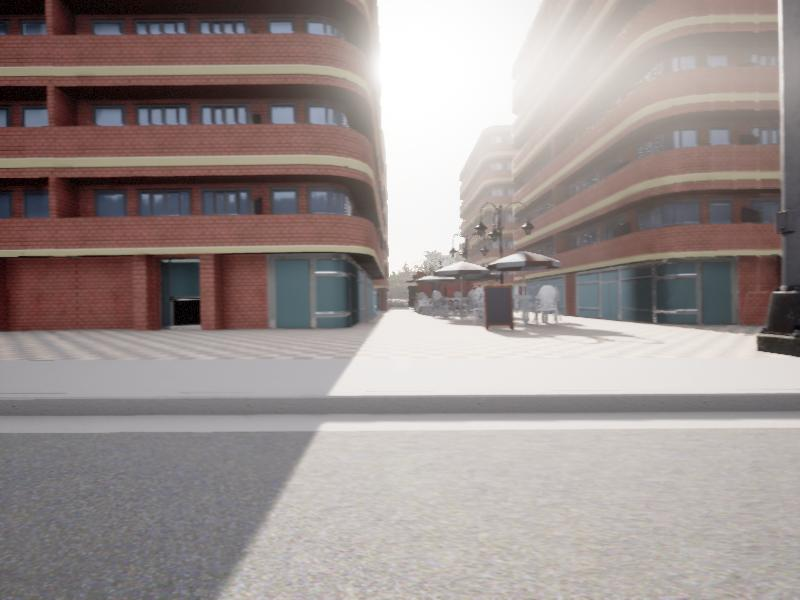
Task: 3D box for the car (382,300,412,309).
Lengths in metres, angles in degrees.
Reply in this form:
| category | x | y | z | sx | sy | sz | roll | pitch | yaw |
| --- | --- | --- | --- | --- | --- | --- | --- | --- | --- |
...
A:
| category | x | y | z | sx | sy | sz | roll | pitch | yaw |
| --- | --- | --- | --- | --- | --- | --- | --- | --- | --- |
| car | -0.479 | 0.709 | 66.619 | 4.902 | 1.511 | 2.128 | -1 | 0 | -2 |
